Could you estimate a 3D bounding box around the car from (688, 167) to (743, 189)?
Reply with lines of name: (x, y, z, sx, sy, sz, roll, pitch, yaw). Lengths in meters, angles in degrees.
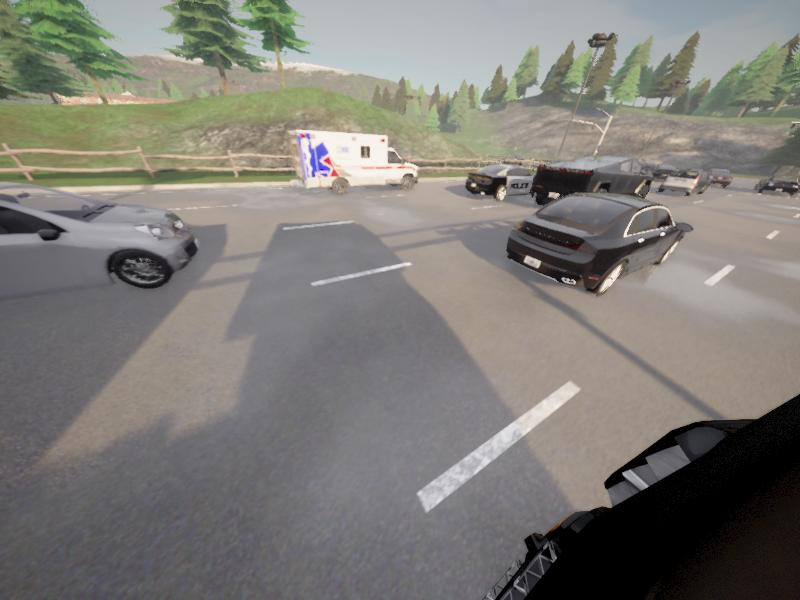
car: (31.723, -12.485, 23.443, 2.033, 1.411, 5.357, 26, 40, 30)

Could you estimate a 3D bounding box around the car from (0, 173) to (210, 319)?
car: (-5.446, -0.924, 3.455, 3.633, 1.501, 1.845, -16, 38, -26)

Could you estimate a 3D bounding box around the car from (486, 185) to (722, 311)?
car: (4.502, -1.506, 5.104, 4.892, 1.490, 1.837, -16, 38, -26)

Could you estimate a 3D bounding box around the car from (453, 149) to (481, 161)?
car: (13.202, -28.758, 45.655, 4.553, 1.767, 2.097, 23, 39, 27)

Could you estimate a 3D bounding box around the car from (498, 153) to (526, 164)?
car: (21.398, -27.168, 44.314, 4.181, 1.385, 1.994, 29, 42, 33)

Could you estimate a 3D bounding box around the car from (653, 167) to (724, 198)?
car: (20.449, -8.410, 16.391, 3.988, 1.617, 1.851, -16, 39, -26)

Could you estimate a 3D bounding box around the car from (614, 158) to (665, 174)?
car: (38.564, -21.745, 37.387, 1.930, 1.638, 5.238, -10, 36, -19)

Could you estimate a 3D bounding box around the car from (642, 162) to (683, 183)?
car: (28.777, -14.117, 25.496, 1.882, 1.535, 5.008, 24, 40, 27)

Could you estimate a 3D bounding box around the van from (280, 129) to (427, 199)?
van: (-2.075, -6.794, 11.564, 6.366, 2.431, 2.351, -16, 38, -26)

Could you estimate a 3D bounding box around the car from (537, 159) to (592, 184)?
car: (14.141, -11.128, 19.915, 3.988, 1.617, 1.851, -16, 39, -26)

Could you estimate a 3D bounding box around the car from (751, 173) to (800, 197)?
car: (32.530, -9.971, 19.888, 4.718, 1.301, 1.895, -25, 43, -34)

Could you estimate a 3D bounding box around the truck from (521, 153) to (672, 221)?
truck: (8.896, -5.286, 10.471, 6.274, 2.098, 2.390, -16, 39, -26)

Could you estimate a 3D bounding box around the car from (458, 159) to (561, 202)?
car: (5.886, -6.500, 12.436, 5.238, 1.638, 1.930, -16, 38, -26)
